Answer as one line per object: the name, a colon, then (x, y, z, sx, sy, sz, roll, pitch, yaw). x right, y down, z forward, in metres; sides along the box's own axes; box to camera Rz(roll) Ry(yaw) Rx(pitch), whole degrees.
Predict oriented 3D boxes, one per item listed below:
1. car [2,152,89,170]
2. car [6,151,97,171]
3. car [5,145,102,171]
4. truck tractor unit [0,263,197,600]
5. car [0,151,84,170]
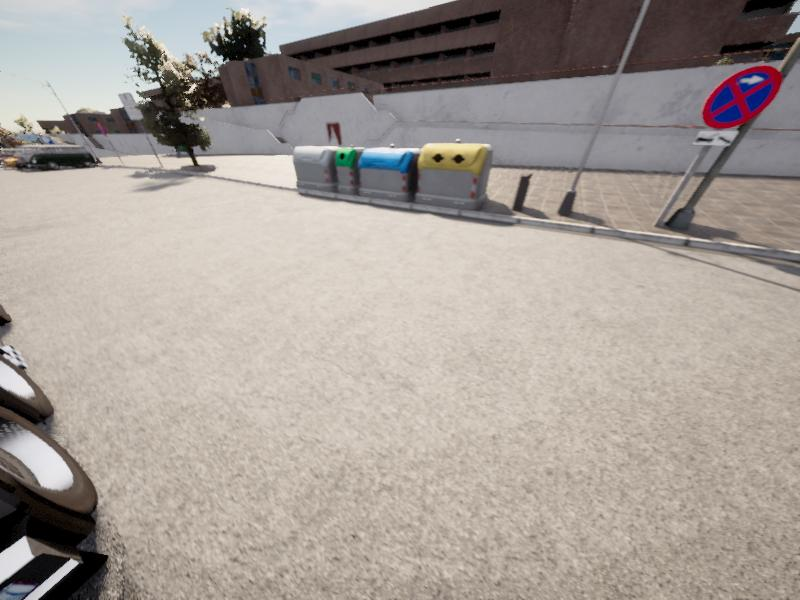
car: (-37.962, -15.124, 24.994, 2.002, 1.452, 4.674, 5, 34, 9)
car: (-35.393, -14.339, 23.719, 2.002, 1.452, 4.674, 4, 34, 9)
car: (-32.833, -13.715, 22.205, 1.878, 1.987, 4.442, 5, 34, 9)
truck tractor unit: (-5.119, -0.291, 0.785, 6.516, 4.208, 3.053, 18, 39, 24)
car: (-40.572, -15.840, 26.088, 1.946, 1.575, 5.366, 5, 34, 9)
